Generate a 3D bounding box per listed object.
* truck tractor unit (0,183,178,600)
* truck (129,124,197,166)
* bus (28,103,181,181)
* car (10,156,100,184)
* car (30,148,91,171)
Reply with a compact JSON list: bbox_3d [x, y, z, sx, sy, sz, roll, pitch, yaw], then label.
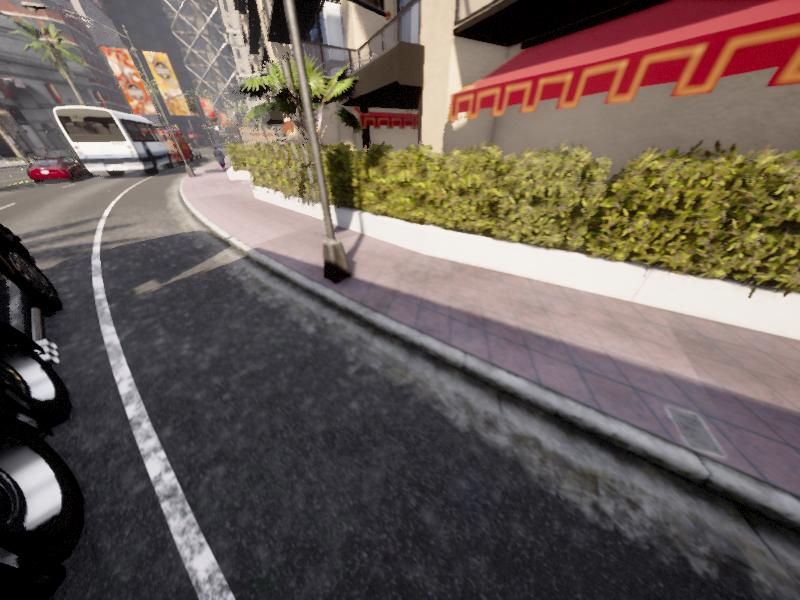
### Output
[{"bbox_3d":[-4.965,-0.423,0.965,6.516,4.208,3.053,24,41,30],"label":"truck tractor unit"},{"bbox_3d":[-28.915,-19.306,28.822,2.891,3.827,8.468,-16,38,-22],"label":"truck"},{"bbox_3d":[-23.445,-13.359,19.797,3.944,4.253,10.273,-18,38,-23],"label":"bus"},{"bbox_3d":[-24.673,-9.555,16.827,1.994,1.385,4.181,-18,38,-24],"label":"car"},{"bbox_3d":[-33.916,-14.240,23.292,2.097,1.767,4.553,-24,41,-30],"label":"car"}]
